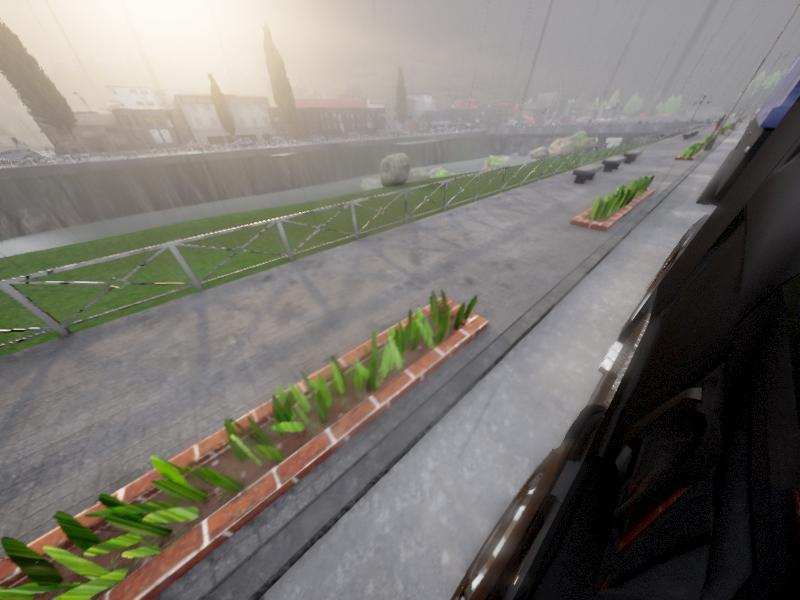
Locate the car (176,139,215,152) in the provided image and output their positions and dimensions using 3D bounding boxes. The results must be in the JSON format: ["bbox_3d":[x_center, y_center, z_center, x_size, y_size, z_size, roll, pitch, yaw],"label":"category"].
[{"bbox_3d":[-38.147,-28.917,43.150,5.027,1.651,2.152,-28,44,-30],"label":"car"}]

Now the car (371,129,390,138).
[{"bbox_3d":[-5.447,-46.440,64.405,4.856,1.649,2.033,-28,44,-30],"label":"car"}]

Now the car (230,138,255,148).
[{"bbox_3d":[-32.100,-32.095,47.123,3.806,1.475,1.970,-28,44,-30],"label":"car"}]

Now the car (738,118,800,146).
[{"bbox_3d":[28.725,-13.145,18.073,4.514,1.525,2.007,-28,44,-30],"label":"car"}]

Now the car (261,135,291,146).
[{"bbox_3d":[-26.959,-34.918,50.421,5.238,1.638,1.930,-28,44,-30],"label":"car"}]

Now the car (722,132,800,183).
[{"bbox_3d":[15.665,-6.079,9.644,4.181,1.385,1.994,-28,44,-30],"label":"car"}]

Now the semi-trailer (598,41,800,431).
[{"bbox_3d":[8.695,-3.611,4.226,14.254,4.402,2.717,-28,44,-30],"label":"semi-trailer"}]

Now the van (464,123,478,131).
[{"bbox_3d":[24.485,-59.489,79.577,4.480,2.038,2.069,-28,44,-30],"label":"van"}]

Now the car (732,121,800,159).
[{"bbox_3d":[22.098,-9.599,13.768,4.514,1.525,2.007,-28,44,-30],"label":"car"}]

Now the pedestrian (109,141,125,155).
[{"bbox_3d":[-48.829,-26.278,39.893,0.751,1.860,0.751,-12,38,-13],"label":"pedestrian"}]

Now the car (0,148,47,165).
[{"bbox_3d":[-54.439,-20.176,32.528,4.856,1.649,2.033,-29,44,-30],"label":"car"}]

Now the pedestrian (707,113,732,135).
[{"bbox_3d":[34.602,-19.023,25.035,0.751,1.860,0.751,-23,41,-25],"label":"pedestrian"}]

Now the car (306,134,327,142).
[{"bbox_3d":[-19.879,-38.640,55.069,3.806,1.475,1.970,-28,44,-30],"label":"car"}]

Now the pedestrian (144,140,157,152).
[{"bbox_3d":[-44.849,-27.714,41.556,0.751,1.860,0.751,-21,41,-23],"label":"pedestrian"}]

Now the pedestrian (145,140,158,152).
[{"bbox_3d":[-44.378,-27.481,41.216,0.751,1.860,0.751,27,46,33],"label":"pedestrian"}]

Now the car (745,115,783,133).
[{"bbox_3d":[43.949,-21.298,27.962,5.008,1.535,1.882,-28,44,-30],"label":"car"}]

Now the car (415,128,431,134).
[{"bbox_3d":[7.126,-53.129,72.612,5.008,1.535,1.882,-28,44,-30],"label":"car"}]

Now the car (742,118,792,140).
[{"bbox_3d":[33.534,-15.698,21.213,4.193,1.474,1.816,-28,44,-30],"label":"car"}]

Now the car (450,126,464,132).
[{"bbox_3d":[19.964,-59.990,80.968,4.892,1.490,1.837,-28,44,-30],"label":"car"}]

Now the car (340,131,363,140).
[{"bbox_3d":[-12.461,-42.680,59.844,5.238,1.638,1.930,-28,44,-30],"label":"car"}]

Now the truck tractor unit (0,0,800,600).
[{"bbox_3d":[2.645,-0.295,0.351,6.516,4.208,3.053,-28,44,-30],"label":"truck tractor unit"}]
